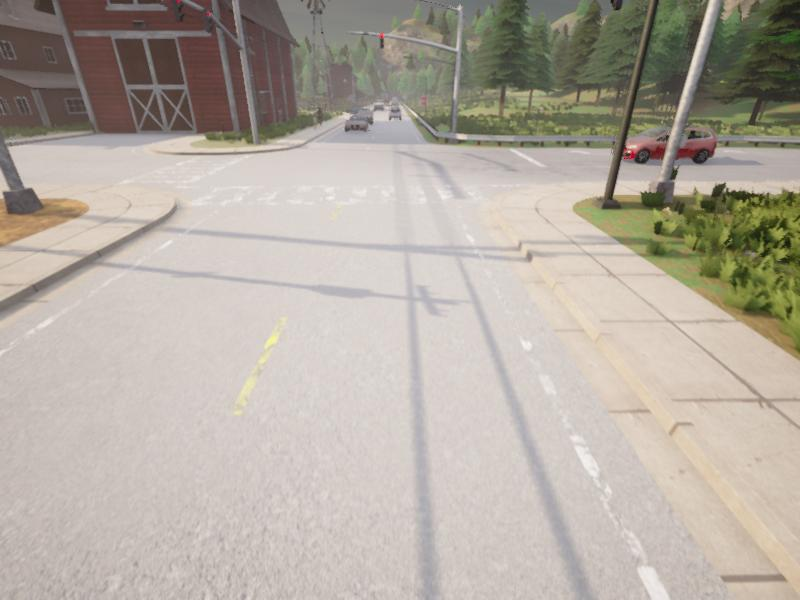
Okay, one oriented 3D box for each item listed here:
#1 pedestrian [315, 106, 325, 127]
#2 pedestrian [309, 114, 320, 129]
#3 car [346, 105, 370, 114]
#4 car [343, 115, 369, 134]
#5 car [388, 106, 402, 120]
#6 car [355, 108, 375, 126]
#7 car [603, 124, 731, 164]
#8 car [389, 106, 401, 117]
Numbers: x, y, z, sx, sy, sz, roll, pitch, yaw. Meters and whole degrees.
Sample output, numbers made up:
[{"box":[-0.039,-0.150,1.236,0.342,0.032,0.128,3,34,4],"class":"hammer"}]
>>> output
[{"box":[-8.079,-18.670,40.678,0.751,1.860,0.751,-1,27,-2],"class":"pedestrian"},{"box":[-8.038,-16.823,37.684,0.751,1.300,0.751,-1,27,-2],"class":"pedestrian"},{"box":[-7.669,-34.768,73.051,4.181,1.385,1.994,-5,28,-10],"class":"car"},{"box":[-3.925,-16.030,36.457,1.994,1.385,4.181,0,27,-1],"class":"car"},{"box":[-0.671,-26.050,55.773,1.851,1.617,3.988,0,27,-1],"class":"car"},{"box":[-4.057,-21.422,46.689,1.930,1.638,5.238,0,27,-1],"class":"car"},{"box":[13.296,-7.902,20.226,4.611,1.667,2.242,-1,27,-1],"class":"car"},{"box":[-0.782,-30.259,64.173,1.812,1.442,4.674,0,27,-1],"class":"car"}]
